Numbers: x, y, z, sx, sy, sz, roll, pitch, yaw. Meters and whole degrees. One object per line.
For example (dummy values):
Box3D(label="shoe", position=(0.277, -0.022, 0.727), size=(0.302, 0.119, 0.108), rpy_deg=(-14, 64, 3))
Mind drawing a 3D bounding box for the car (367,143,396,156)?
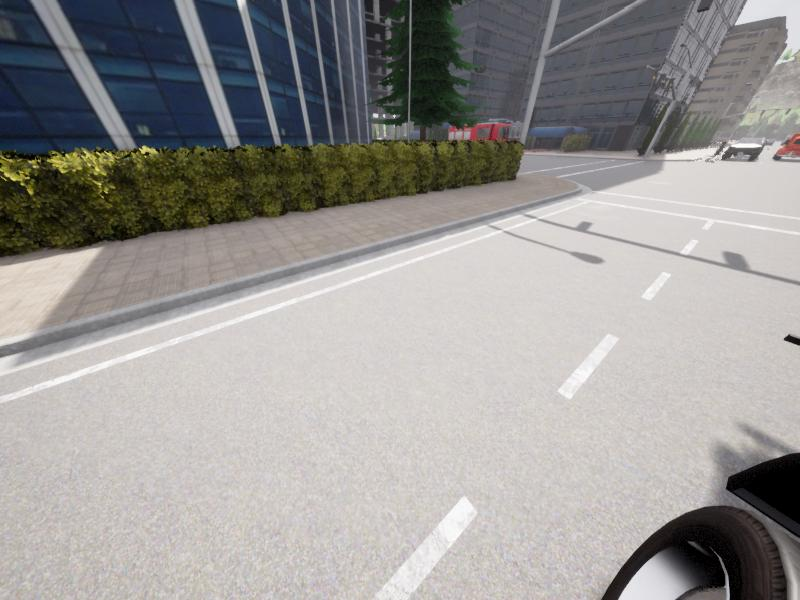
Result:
Box3D(label="car", position=(-2.888, -23.398, 35.804), size=(1.882, 1.535, 5.008), rpy_deg=(-24, 41, -29))

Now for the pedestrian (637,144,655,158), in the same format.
Box3D(label="pedestrian", position=(28.634, -17.359, 26.912), size=(0.751, 1.300, 0.751), rpy_deg=(-9, 36, -12))

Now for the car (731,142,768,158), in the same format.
Box3D(label="car", position=(45.236, -19.484, 29.875), size=(5.366, 1.575, 1.801), rpy_deg=(-23, 41, -29))

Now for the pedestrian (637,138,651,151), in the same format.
Box3D(label="pedestrian", position=(40.208, -25.642, 38.070), size=(0.751, 1.860, 0.751), rpy_deg=(-16, 38, -21))

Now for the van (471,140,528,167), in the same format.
Box3D(label="van", position=(9.428, -14.207, 22.284), size=(1.775, 1.987, 4.442), rpy_deg=(-24, 41, -29))

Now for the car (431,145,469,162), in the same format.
Box3D(label="car", position=(5.640, -16.883, 26.551), size=(1.970, 1.475, 3.806), rpy_deg=(-23, 41, -29))

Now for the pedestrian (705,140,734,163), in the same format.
Box3D(label="pedestrian", position=(32.212, -14.988, 23.300), size=(0.751, 1.860, 0.751), rpy_deg=(-17, 38, -22))

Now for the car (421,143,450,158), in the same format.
Box3D(label="car", position=(4.913, -20.807, 32.078), size=(1.845, 1.501, 3.633), rpy_deg=(-24, 41, -29))

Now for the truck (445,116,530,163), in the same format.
Box3D(label="truck", position=(9.457, -18.277, 26.464), size=(2.891, 3.827, 8.468), rpy_deg=(-24, 41, -29))

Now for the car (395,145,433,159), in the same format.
Box3D(label="car", position=(1.753, -19.805, 30.797), size=(2.033, 1.411, 5.357), rpy_deg=(-24, 41, -29))

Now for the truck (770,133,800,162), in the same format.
Box3D(label="truck", position=(43.350, -16.565, 24.973), size=(5.204, 2.467, 2.627), rpy_deg=(-23, 41, -29))

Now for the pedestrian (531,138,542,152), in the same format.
Box3D(label="pedestrian", position=(21.993, -24.872, 37.133), size=(0.751, 1.860, 0.751), rpy_deg=(-19, 39, -24))

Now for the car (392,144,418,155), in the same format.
Box3D(label="car", position=(0.728, -23.921, 36.667), size=(1.994, 1.385, 4.181), rpy_deg=(-24, 42, -30))

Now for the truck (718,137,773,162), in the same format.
Box3D(label="truck", position=(38.898, -17.021, 25.975), size=(6.274, 2.098, 2.390), rpy_deg=(-23, 41, -29))
